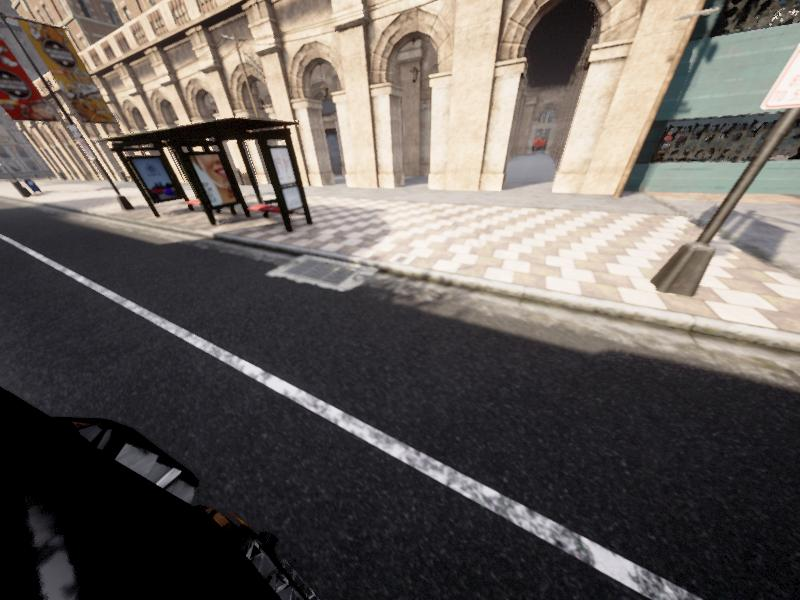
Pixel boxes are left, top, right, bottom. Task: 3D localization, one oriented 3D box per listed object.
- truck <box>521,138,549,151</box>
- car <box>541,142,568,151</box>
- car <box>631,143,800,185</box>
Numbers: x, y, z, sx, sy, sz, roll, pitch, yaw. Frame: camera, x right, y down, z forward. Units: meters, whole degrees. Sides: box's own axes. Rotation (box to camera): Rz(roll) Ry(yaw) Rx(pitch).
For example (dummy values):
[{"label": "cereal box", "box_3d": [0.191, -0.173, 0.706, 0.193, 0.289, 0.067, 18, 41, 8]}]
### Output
[{"label": "truck", "box_3d": [31.972, -36.810, 54.706, 5.204, 2.467, 2.627, 14, 37, 23]}, {"label": "car", "box_3d": [33.840, -33.770, 50.894, 4.674, 1.442, 1.812, 14, 37, 23]}, {"label": "car", "box_3d": [14.968, -6.612, 11.227, 4.786, 1.482, 2.161, 14, 37, 24]}]
